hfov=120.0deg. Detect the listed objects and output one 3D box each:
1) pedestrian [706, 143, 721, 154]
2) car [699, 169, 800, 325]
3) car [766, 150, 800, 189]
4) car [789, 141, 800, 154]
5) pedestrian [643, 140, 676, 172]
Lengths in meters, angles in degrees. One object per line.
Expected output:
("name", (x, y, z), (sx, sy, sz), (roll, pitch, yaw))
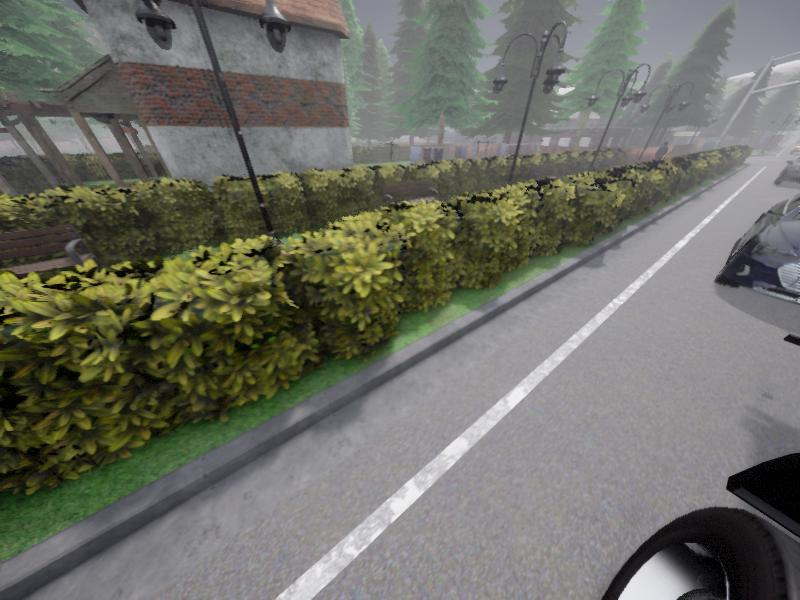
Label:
("pedestrian", (45.308, -21.848, 33.390), (0.751, 1.300, 0.751), (-24, 41, -29))
("car", (7.768, -1.106, 4.014), (4.856, 1.649, 2.033), (-22, 41, -28))
("car", (22.334, -7.060, 12.461), (4.902, 1.511, 2.128), (-22, 41, -28))
("car", (58.083, -21.872, 33.050), (5.366, 1.575, 1.801), (-22, 41, -28))
("pedestrian", (18.184, -10.141, 16.254), (0.751, 1.860, 0.751), (21, 40, 27))
